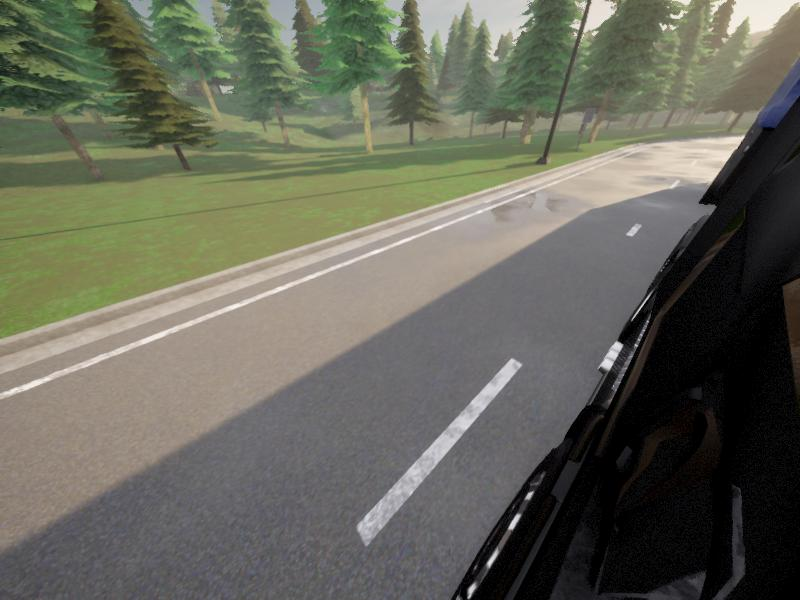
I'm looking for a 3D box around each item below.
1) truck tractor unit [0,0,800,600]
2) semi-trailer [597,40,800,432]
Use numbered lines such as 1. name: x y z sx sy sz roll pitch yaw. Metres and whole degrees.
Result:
1. truck tractor unit: 2.645 -0.295 0.351 6.516 4.208 3.053 -28 44 -30
2. semi-trailer: 8.721 -3.594 4.199 14.254 4.402 2.717 -28 44 -29
